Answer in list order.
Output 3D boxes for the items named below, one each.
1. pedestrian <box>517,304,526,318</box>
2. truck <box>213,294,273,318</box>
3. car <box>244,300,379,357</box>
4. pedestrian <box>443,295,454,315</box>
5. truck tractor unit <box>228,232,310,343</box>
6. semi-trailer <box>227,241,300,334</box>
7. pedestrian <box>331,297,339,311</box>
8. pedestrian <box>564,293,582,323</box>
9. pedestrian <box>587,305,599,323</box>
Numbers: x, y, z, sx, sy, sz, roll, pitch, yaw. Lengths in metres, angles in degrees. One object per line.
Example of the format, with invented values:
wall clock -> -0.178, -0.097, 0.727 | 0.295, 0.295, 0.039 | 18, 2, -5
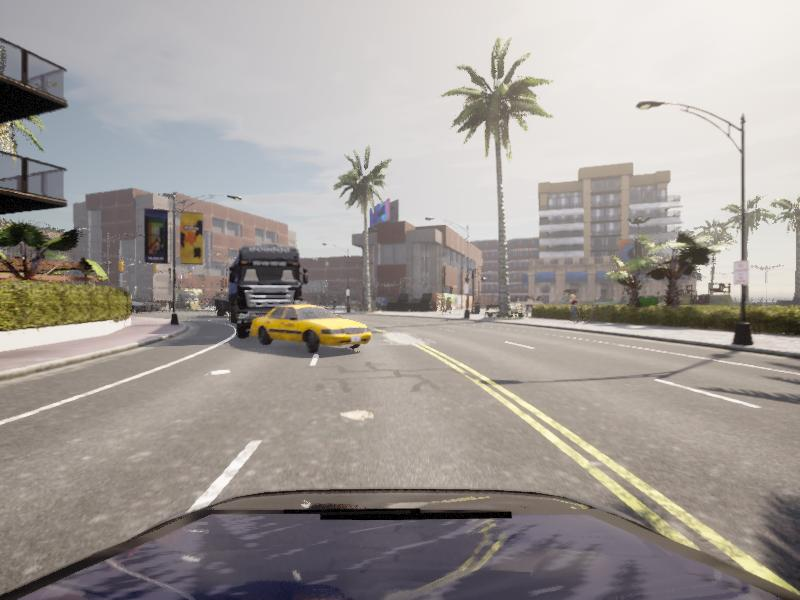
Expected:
pedestrian -> 9.534, 0.875, 31.414 | 0.500, 1.100, 0.500 | 0, 0, -30
truck -> -14.957, 0.558, 37.856 | 6.274, 2.098, 2.390 | 0, 0, 38
car -> -3.206, 0.820, 13.555 | 5.366, 1.575, 1.801 | -1, -1, 44
pedestrian -> 4.653, 0.498, 38.139 | 0.751, 1.860, 0.751 | 0, 0, -36
truck tractor unit -> -6.150, -0.493, 18.793 | 3.053, 4.208, 6.516 | 0, 0, -19
semi-trailer -> -9.402, -0.610, 26.006 | 2.717, 4.402, 14.254 | 0, 0, -26
pedestrian -> -8.419, 0.505, 51.625 | 0.751, 1.860, 0.751 | 0, 0, 33
pedestrian -> 11.015, 0.493, 25.430 | 0.751, 1.860, 0.751 | 0, 0, -17
pedestrian -> 11.918, 0.872, 24.702 | 0.500, 1.100, 0.500 | 0, 0, -23
